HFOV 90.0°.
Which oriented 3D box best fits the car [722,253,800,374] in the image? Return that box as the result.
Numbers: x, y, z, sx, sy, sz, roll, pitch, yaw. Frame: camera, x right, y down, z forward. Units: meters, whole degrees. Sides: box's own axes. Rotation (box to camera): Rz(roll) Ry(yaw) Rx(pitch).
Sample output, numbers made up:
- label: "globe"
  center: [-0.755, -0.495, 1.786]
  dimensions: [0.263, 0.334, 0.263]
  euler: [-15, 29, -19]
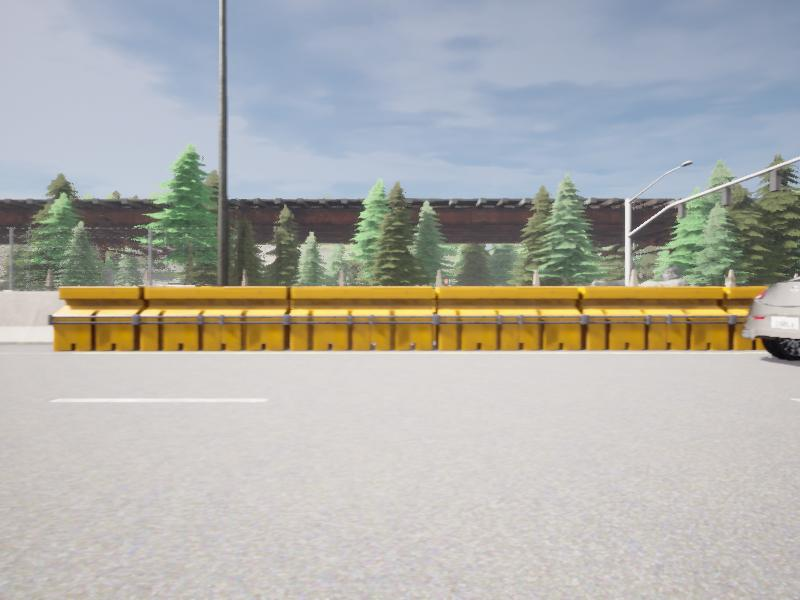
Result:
- label: "car"
  center: [7.976, 0.178, 5.700]
  dimensions: [5.027, 1.651, 2.152]
  euler: [0, 0, 0]

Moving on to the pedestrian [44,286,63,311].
- label: "pedestrian"
  center: [-25.312, -0.104, 29.246]
  dimensions: [0.751, 1.860, 0.751]
  euler: [0, 0, 1]

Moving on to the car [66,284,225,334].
- label: "car"
  center: [-7.876, 0.257, 12.703]
  dimensions: [3.806, 1.475, 1.970]
  euler: [0, 0, 0]

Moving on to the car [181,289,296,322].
- label: "car"
  center: [-7.813, 0.250, 19.702]
  dimensions: [4.892, 1.490, 1.837]
  euler: [0, 0, 0]

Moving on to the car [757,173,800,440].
- label: "car"
  center: [4.744, 0.045, 2.197]
  dimensions: [3.866, 1.878, 1.905]
  euler: [0, 0, 0]

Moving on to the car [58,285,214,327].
- label: "car"
  center: [-10.487, 0.227, 16.203]
  dimensions: [4.974, 1.542, 2.038]
  euler: [0, 0, 0]
